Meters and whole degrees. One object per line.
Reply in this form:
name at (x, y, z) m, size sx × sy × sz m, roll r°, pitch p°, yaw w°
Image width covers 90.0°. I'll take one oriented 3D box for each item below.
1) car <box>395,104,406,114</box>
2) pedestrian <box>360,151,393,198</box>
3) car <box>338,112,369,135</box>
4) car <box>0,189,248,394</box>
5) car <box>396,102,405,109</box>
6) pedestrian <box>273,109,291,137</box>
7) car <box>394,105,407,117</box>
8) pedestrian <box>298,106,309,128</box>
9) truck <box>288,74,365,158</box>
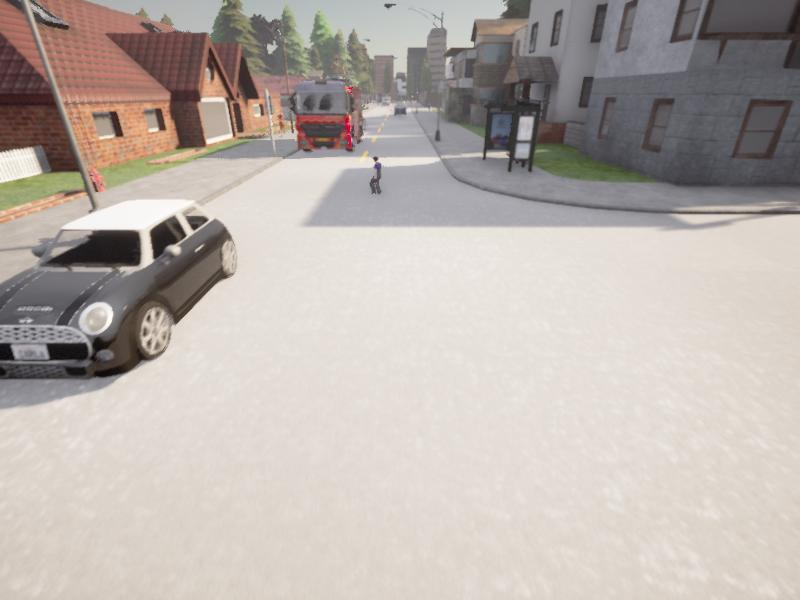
car at (0.087, -35.070, 73.360) m, size 2.007 × 1.525 × 4.514 m, roll 0°, pitch 27°, yaw 0°
pedestrian at (-0.744, -4.103, 13.046) m, size 0.751 × 1.300 × 0.751 m, roll 15°, pitch 31°, yaw 27°
car at (-3.959, -15.473, 34.868) m, size 2.128 × 1.511 × 4.902 m, roll 0°, pitch 28°, yaw 0°
car at (-3.987, -0.470, 5.864) m, size 1.970 × 1.475 × 3.806 m, roll 0°, pitch 27°, yaw 0°
car at (0.115, -47.155, 96.825) m, size 1.970 × 1.475 × 3.806 m, roll 0°, pitch 27°, yaw 0°
pedestrian at (-8.692, -13.054, 29.514) m, size 0.751 × 1.860 × 0.751 m, roll 5°, pitch 28°, yaw 9°
car at (0.074, -29.548, 62.390) m, size 1.882 × 1.535 × 5.008 m, roll 0°, pitch 27°, yaw 0°
pedestrian at (-9.057, -17.216, 37.570) m, size 0.751 × 1.860 × 0.751 m, roll 0°, pitch 27°, yaw -1°
truck at (-3.974, -11.148, 23.978) m, size 2.891 × 3.827 × 8.468 m, roll 0°, pitch 27°, yaw 0°
